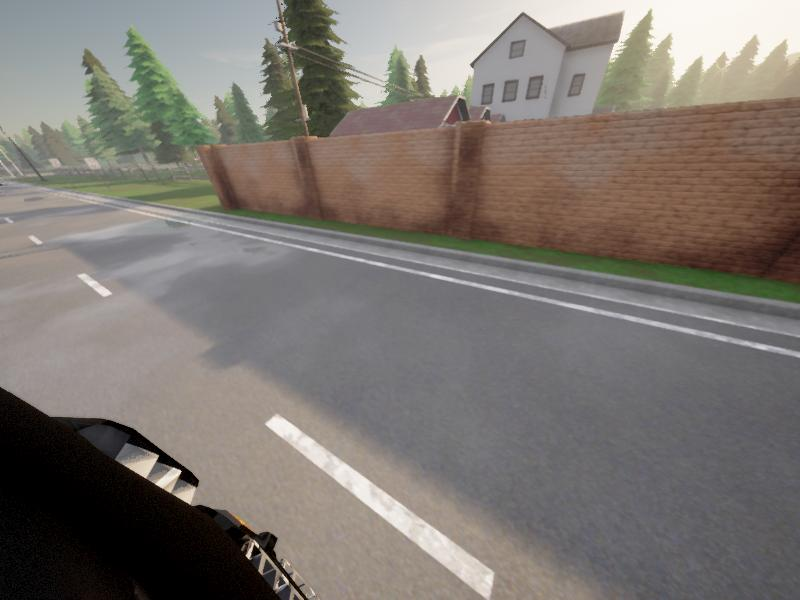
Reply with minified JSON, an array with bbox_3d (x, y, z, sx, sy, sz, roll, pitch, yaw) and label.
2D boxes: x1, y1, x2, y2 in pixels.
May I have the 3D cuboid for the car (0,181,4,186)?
[{"bbox_3d":[-59.098,-17.226,32.656,5.566,2.045,2.150,16,38,26],"label":"car"}]
